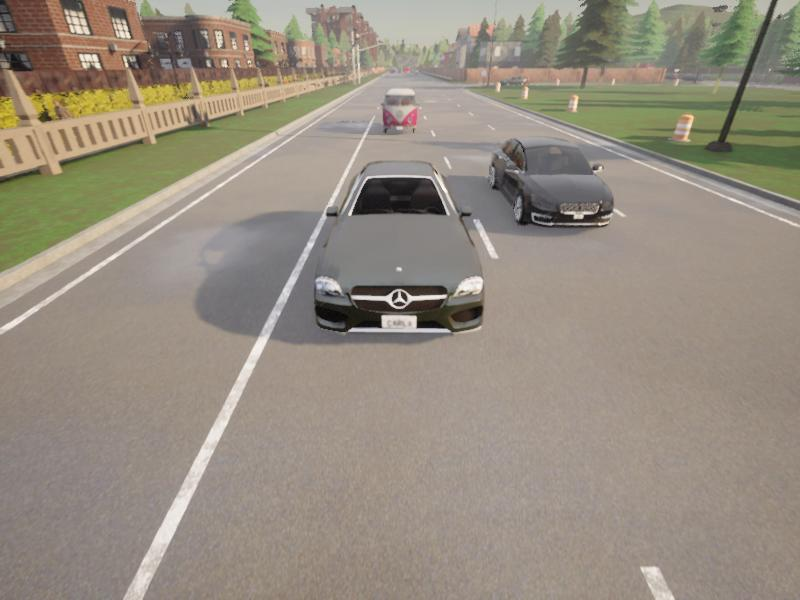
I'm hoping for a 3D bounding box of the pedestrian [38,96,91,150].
[{"bbox_3d":[-13.000,-6.873,15.561,0.751,1.860,0.751,0,30,-1],"label":"pedestrian"}]

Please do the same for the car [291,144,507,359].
[{"bbox_3d":[-0.012,-1.269,6.564,2.152,1.651,5.027,0,30,0],"label":"car"}]

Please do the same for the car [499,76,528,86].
[{"bbox_3d":[20.165,-38.950,71.183,4.514,1.525,2.007,-7,31,-12],"label":"car"}]

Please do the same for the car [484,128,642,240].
[{"bbox_3d":[3.488,-3.077,9.784,1.837,1.490,4.892,0,30,0],"label":"car"}]

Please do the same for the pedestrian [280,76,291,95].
[{"bbox_3d":[-12.885,-24.171,45.158,0.751,1.860,0.751,1,30,1],"label":"pedestrian"}]

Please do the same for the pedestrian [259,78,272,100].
[{"bbox_3d":[-13.135,-20.596,39.044,0.751,1.860,0.751,0,30,-1],"label":"pedestrian"}]

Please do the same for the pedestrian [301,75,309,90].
[{"bbox_3d":[-12.981,-29.785,54.760,0.751,1.860,0.751,0,30,0],"label":"pedestrian"}]

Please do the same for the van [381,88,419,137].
[{"bbox_3d":[-0.006,-9.993,21.124,1.775,1.987,4.442,0,30,0],"label":"van"}]

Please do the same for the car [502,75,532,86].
[{"bbox_3d":[21.790,-40.985,74.582,4.611,1.667,2.242,-6,31,-11],"label":"car"}]

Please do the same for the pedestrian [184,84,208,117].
[{"bbox_3d":[-13.251,-13.002,26.044,0.751,1.860,0.751,0,30,-1],"label":"pedestrian"}]
